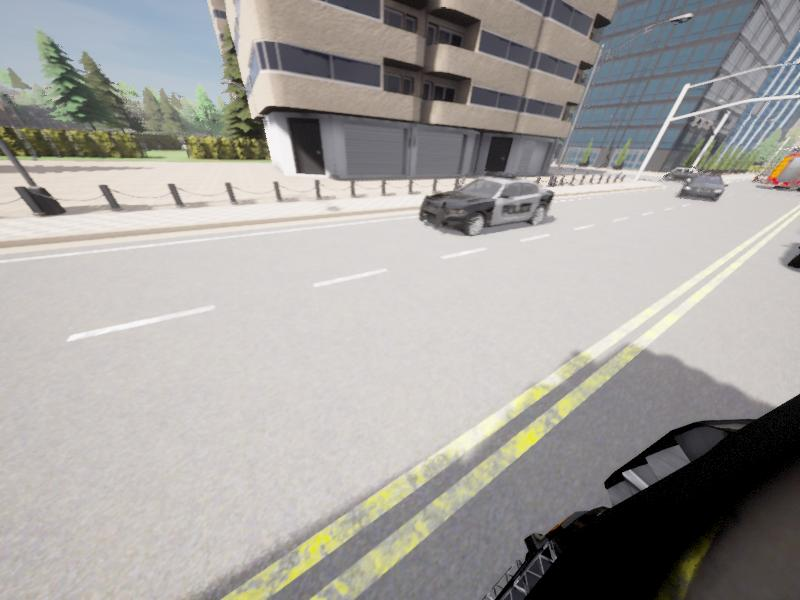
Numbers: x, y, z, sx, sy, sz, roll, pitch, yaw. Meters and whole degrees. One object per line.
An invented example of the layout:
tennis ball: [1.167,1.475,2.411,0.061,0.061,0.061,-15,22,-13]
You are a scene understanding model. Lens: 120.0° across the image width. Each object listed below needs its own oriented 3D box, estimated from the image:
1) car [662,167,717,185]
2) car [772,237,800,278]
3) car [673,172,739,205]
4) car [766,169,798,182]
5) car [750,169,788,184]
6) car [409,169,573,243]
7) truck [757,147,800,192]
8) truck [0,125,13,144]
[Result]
car: [34.255,-14.786,27.444,1.970,1.475,3.806,-24,42,-34]
car: [11.972,-1.413,5.666,4.792,1.488,2.163,-16,38,-26]
car: [21.048,-7.875,16.044,4.974,1.542,2.038,-25,42,-35]
car: [67.205,-21.934,40.656,4.856,1.649,2.033,-16,38,-26]
car: [54.593,-18.287,34.200,4.856,1.649,2.033,-16,38,-26]
car: [3.081,-3.401,7.820,5.238,1.638,1.930,-16,38,-26]
truck: [44.538,-13.048,23.516,8.468,3.827,2.891,6,34,5]
truck: [-58.351,-23.083,31.901,2.627,2.467,5.204,-16,38,-26]
